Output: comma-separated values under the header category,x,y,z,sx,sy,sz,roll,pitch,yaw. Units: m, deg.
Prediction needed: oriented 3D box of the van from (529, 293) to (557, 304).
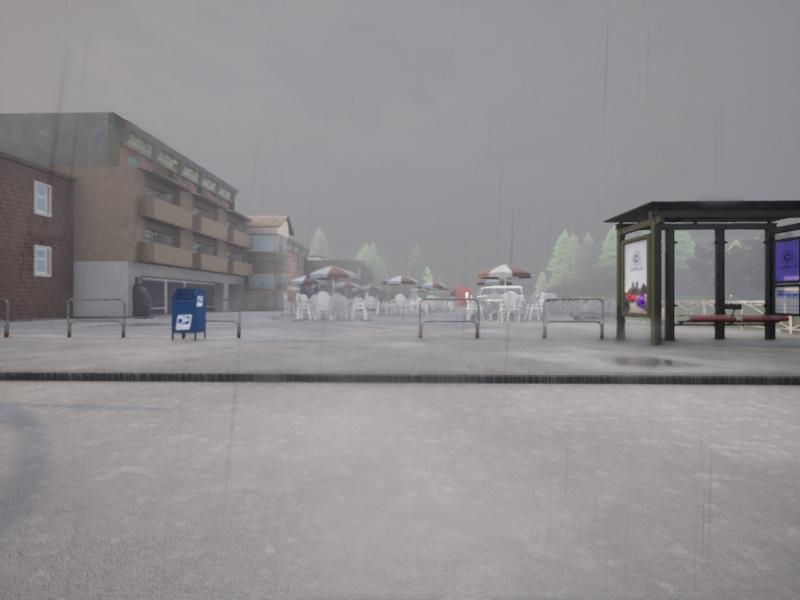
category,x,y,z,sx,sy,sz,roll,pitch,yaw
van,32.945,-0.296,92.300,5.915,2.561,1.988,0,0,1

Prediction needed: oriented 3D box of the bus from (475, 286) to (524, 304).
category,x,y,z,sx,sy,sz,roll,pitch,yaw
bus,22.874,-1.137,92.439,10.273,4.253,3.944,0,0,1
